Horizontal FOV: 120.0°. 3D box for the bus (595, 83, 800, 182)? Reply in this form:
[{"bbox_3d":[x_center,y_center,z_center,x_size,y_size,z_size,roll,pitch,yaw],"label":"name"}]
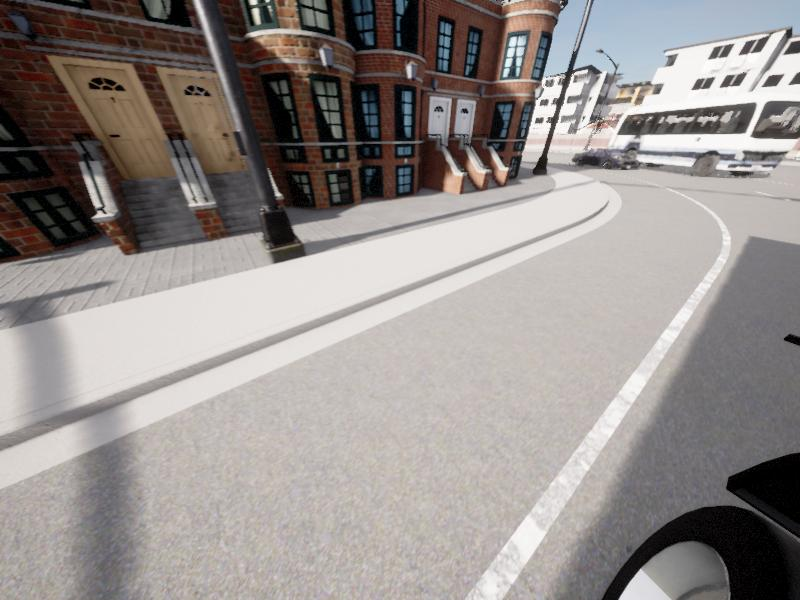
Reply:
[{"bbox_3d":[20.765,-11.695,16.640,3.944,4.253,10.273,-1,35,-2],"label":"bus"}]

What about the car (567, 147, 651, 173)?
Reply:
[{"bbox_3d":[16.953,-11.784,19.270,2.033,1.411,5.357,-3,35,-4],"label":"car"}]
